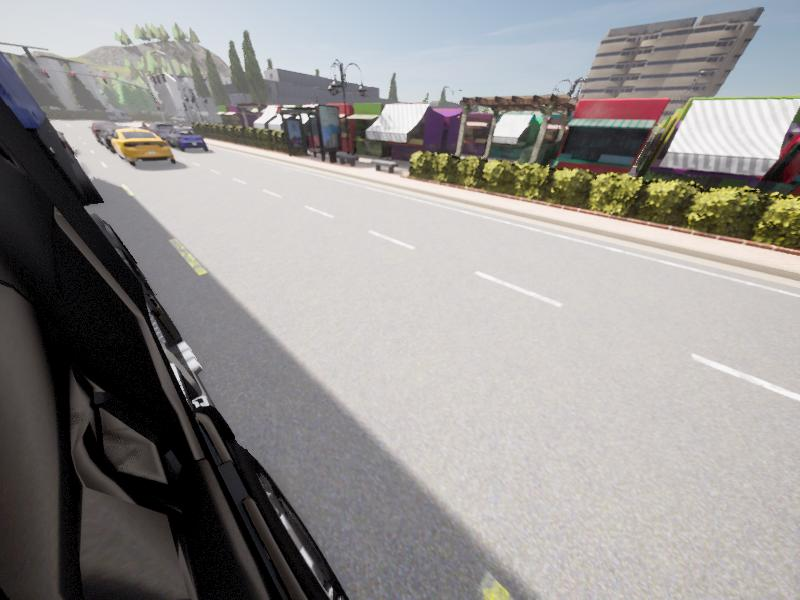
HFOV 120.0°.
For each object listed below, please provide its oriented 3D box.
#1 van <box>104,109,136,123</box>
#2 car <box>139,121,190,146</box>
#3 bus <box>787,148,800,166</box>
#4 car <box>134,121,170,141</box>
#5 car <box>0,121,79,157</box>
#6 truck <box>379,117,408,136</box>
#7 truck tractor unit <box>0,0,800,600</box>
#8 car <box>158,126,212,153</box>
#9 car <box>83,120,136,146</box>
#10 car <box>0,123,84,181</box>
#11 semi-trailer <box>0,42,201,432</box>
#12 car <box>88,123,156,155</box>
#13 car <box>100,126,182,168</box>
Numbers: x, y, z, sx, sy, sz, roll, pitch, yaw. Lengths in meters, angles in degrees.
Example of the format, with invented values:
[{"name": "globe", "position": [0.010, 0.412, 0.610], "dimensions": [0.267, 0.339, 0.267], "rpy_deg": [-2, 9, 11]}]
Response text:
[{"name": "van", "position": [-74.152, -48.706, 61.295], "dimensions": [1.988, 2.561, 5.915], "rpy_deg": [-5, 38, -11]}, {"name": "car", "position": [-21.726, -15.380, 21.296], "dimensions": [4.856, 1.649, 2.033], "rpy_deg": [29, 44, 30]}, {"name": "bus", "position": [57.003, -19.440, 29.669], "dimensions": [3.944, 4.253, 10.273], "rpy_deg": [29, 45, 30]}, {"name": "car", "position": [-26.215, -17.897, 24.422], "dimensions": [3.633, 1.501, 1.845], "rpy_deg": [31, 45, 32]}, {"name": "car", "position": [-21.922, -9.867, 14.075], "dimensions": [4.792, 1.488, 2.163], "rpy_deg": [29, 44, 30]}, {"name": "truck", "position": [-1.728, -46.868, 62.663], "dimensions": [2.891, 3.827, 8.468], "rpy_deg": [30, 45, 31]}, {"name": "truck tractor unit", "position": [-2.645, -0.295, 0.351], "dimensions": [6.516, 4.208, 3.053], "rpy_deg": [28, 44, 30]}, {"name": "car", "position": [-16.787, -12.594, 18.050], "dimensions": [4.193, 1.474, 1.816], "rpy_deg": [29, 44, 30]}, {"name": "car", "position": [-24.613, -14.156, 19.551], "dimensions": [5.008, 1.535, 1.882], "rpy_deg": [29, 44, 30]}, {"name": "car", "position": [-15.935, -6.602, 10.058], "dimensions": [5.366, 1.575, 1.801], "rpy_deg": [29, 44, 30]}, {"name": "semi-trailer", "position": [-8.682, -3.628, 4.224], "dimensions": [14.254, 4.402, 2.717], "rpy_deg": [28, 44, 30]}, {"name": "car", "position": [-19.436, -11.287, 16.129], "dimensions": [4.792, 1.488, 2.163], "rpy_deg": [29, 44, 30]}, {"name": "car", "position": [-14.335, -8.520, 12.745], "dimensions": [5.008, 1.535, 1.882], "rpy_deg": [28, 44, 30]}]
